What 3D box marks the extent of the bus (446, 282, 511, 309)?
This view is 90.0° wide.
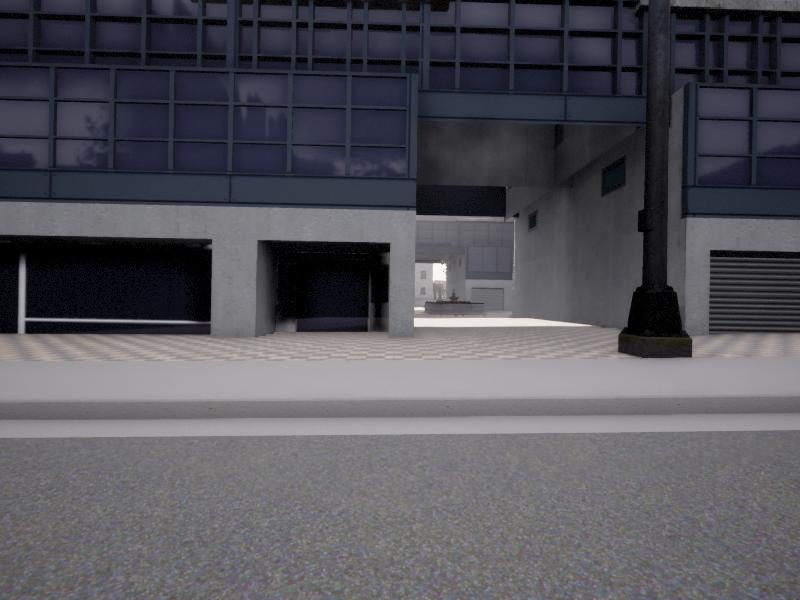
[{"bbox_3d":[12.792,-0.670,66.318,10.273,4.253,3.944,1,-1,6],"label":"bus"}]
